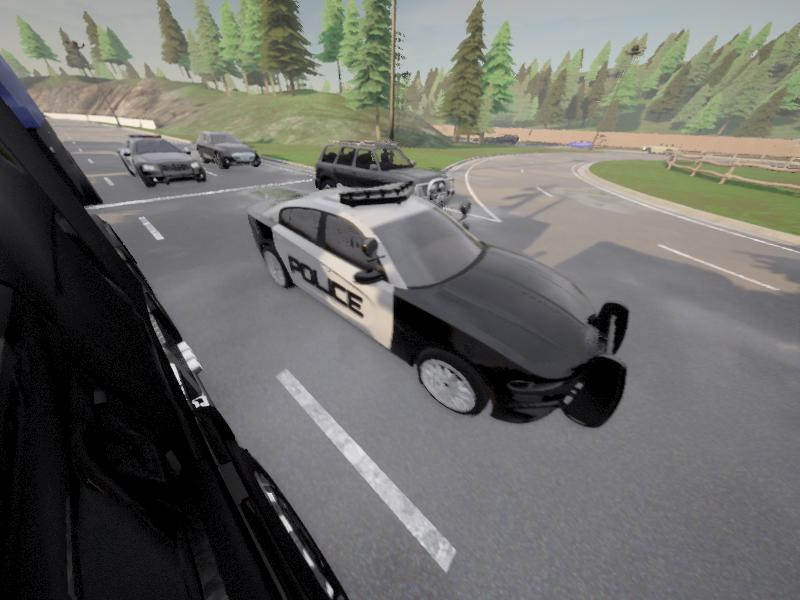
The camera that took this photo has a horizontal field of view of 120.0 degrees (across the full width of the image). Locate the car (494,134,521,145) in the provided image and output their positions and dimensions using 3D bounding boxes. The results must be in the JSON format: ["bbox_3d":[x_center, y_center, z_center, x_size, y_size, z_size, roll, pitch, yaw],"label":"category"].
[{"bbox_3d":[23.712,-35.569,51.097,4.605,1.855,1.932,26,43,31],"label":"car"}]

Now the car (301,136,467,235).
[{"bbox_3d":[-0.679,-3.749,7.052,4.605,1.855,1.932,28,44,31],"label":"car"}]

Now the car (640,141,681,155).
[{"bbox_3d":[47.986,-28.135,42.737,4.605,1.855,1.932,28,44,30],"label":"car"}]

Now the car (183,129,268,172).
[{"bbox_3d":[-9.974,-8.622,13.178,4.856,1.649,2.033,28,43,30],"label":"car"}]

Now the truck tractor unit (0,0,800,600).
[{"bbox_3d":[-2.645,-0.295,0.351,6.516,4.208,3.053,28,44,30],"label":"truck tractor unit"}]

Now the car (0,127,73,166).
[{"bbox_3d":[-19.519,-8.235,12.265,4.181,1.385,1.994,29,44,31],"label":"car"}]

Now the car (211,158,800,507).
[{"bbox_3d":[-0.126,-0.629,3.115,5.238,1.638,1.930,28,44,30],"label":"car"}]

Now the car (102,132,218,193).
[{"bbox_3d":[-9.958,-5.838,9.535,4.974,1.542,2.038,28,44,30],"label":"car"}]

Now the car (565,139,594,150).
[{"bbox_3d":[38.172,-33.173,49.192,4.514,1.525,2.007,28,44,30],"label":"car"}]

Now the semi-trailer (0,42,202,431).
[{"bbox_3d":[-8.698,-3.606,4.227,14.254,4.402,2.717,28,44,30],"label":"semi-trailer"}]

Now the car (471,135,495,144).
[{"bbox_3d":[18.318,-35.491,51.089,4.181,1.385,1.994,28,44,30],"label":"car"}]
